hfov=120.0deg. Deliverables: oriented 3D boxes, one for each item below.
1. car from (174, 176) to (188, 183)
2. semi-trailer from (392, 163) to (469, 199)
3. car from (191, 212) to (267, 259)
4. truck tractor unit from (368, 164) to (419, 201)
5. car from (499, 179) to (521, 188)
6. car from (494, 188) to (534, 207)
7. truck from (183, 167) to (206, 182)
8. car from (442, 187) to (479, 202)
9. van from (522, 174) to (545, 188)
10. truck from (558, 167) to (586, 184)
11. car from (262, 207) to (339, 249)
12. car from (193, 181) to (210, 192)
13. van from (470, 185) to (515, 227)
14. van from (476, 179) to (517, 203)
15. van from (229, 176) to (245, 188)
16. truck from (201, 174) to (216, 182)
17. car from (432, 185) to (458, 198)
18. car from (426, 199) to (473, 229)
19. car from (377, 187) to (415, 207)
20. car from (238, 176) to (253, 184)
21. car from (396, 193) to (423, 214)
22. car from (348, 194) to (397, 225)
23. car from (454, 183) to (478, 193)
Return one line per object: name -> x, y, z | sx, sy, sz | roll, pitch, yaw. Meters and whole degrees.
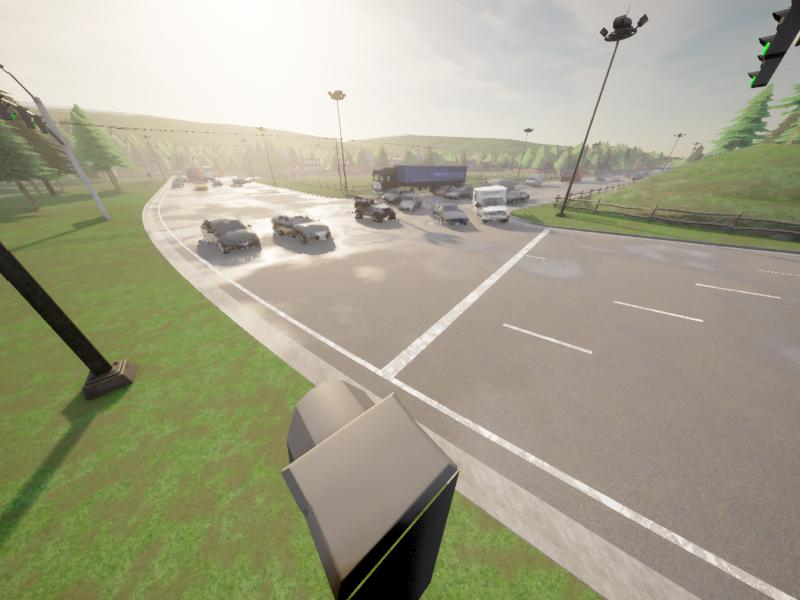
car -> -66.690, -36.812, 70.427 | 2.152, 1.651, 5.027 | -17, 34, -27
semi-trailer -> 5.232, -19.164, 36.778 | 14.254, 4.402, 2.717 | -23, 37, -34
car -> -9.853, -3.873, 13.220 | 4.892, 1.490, 1.837 | 23, 37, 34
truck tractor unit -> -0.726, -16.474, 32.320 | 6.516, 4.208, 3.053 | -25, 38, -36
car -> 24.667, -26.065, 51.671 | 4.792, 1.488, 2.163 | -23, 37, -34
car -> 13.796, -12.427, 27.888 | 5.238, 1.638, 1.930 | -23, 37, -34
truck -> -64.619, -39.643, 72.838 | 2.891, 3.827, 8.468 | -14, 33, -23
car -> 8.349, -14.593, 31.888 | 5.357, 1.411, 2.033 | -23, 37, -34
van -> 30.100, -26.772, 51.949 | 2.351, 2.431, 6.366 | 25, 38, 36
truck -> 47.489, -34.383, 63.733 | 8.468, 3.827, 2.891 | -23, 37, -34
car -> -6.350, -4.678, 14.597 | 4.902, 1.511, 2.128 | 23, 37, 34
car -> -37.973, -21.711, 44.073 | 1.882, 1.535, 5.008 | -22, 37, -33
van -> 7.725, -8.364, 20.173 | 2.351, 2.431, 6.366 | 0, 30, 11
van -> 12.989, -14.767, 31.043 | 5.915, 2.561, 1.988 | -23, 37, -34
van -> -37.187, -26.965, 52.670 | 2.069, 2.038, 4.480 | -22, 37, -33
truck -> -58.220, -37.103, 70.166 | 2.390, 2.098, 6.274 | -22, 37, -33
car -> 6.789, -16.293, 34.694 | 3.633, 1.501, 1.845 | -23, 37, -34
car -> 3.852, -7.253, 19.175 | 2.033, 1.411, 5.357 | -4, 30, -7
car -> -0.408, -12.823, 28.544 | 2.242, 1.667, 4.611 | 21, 36, 32
car -> -41.886, -32.428, 62.505 | 2.242, 1.667, 4.611 | -22, 37, -33
car -> 1.026, -10.035, 23.852 | 1.845, 1.501, 3.633 | 9, 32, 16
car -> -2.296, -7.715, 19.475 | 3.866, 1.878, 1.905 | 24, 38, 34
car -> 12.130, -20.736, 42.605 | 4.181, 1.385, 1.994 | -23, 37, -34
